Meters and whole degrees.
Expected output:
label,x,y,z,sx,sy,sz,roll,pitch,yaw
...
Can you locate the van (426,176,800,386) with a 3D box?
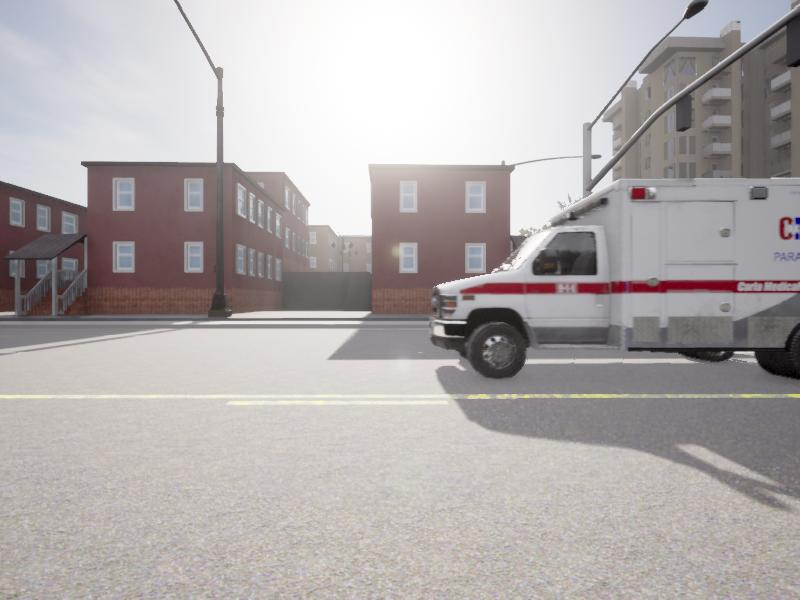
label,x,y,z,sx,sy,sz,roll,pitch,yaw
van,3.628,-0.222,5.834,6.366,2.431,2.351,0,0,1
